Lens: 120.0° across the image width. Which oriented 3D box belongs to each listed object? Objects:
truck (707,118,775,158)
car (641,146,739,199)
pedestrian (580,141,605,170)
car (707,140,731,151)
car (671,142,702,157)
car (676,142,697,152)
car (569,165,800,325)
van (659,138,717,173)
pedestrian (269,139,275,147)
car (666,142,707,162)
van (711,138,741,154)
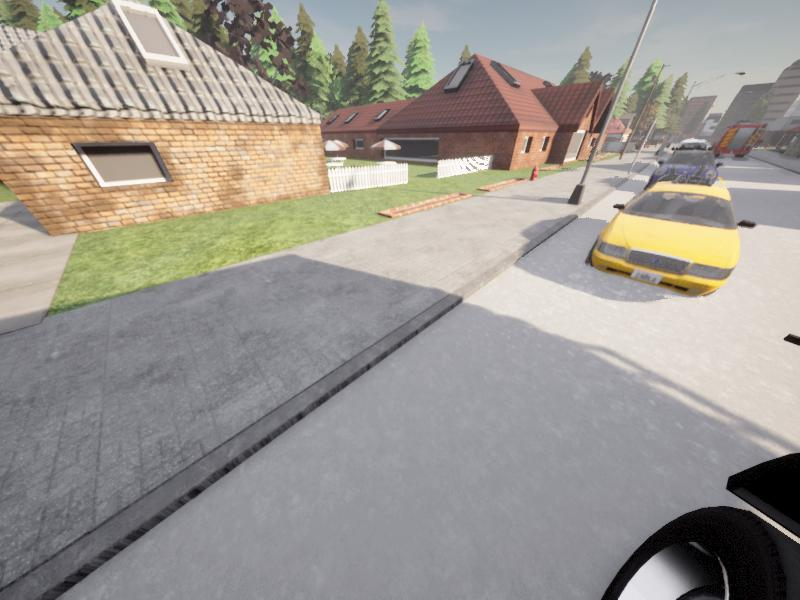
[{"bbox_3d":[43.853,-20.995,30.098,8.468,3.827,2.891,-29,44,-35],"label":"truck"},{"bbox_3d":[14.098,-6.473,11.451,2.097,1.767,4.553,30,45,35],"label":"car"},{"bbox_3d":[14.884,-11.234,17.926,0.751,1.860,0.751,-29,44,-34],"label":"pedestrian"},{"bbox_3d":[59.428,-28.927,43.148,5.238,1.638,1.930,-29,44,-35],"label":"car"},{"bbox_3d":[40.161,-21.165,32.402,4.792,1.488,2.163,-30,45,-35],"label":"car"},{"bbox_3d":[58.274,-31.235,46.986,4.902,1.511,2.128,-30,44,-35],"label":"car"},{"bbox_3d":[5.787,-1.735,4.965,5.366,1.575,1.801,-30,45,-35],"label":"car"},{"bbox_3d":[23.056,-11.713,18.603,4.480,2.038,2.069,-31,45,-34],"label":"van"},{"bbox_3d":[-37.656,-46.300,68.092,0.751,1.860,0.751,29,45,35],"label":"pedestrian"},{"bbox_3d":[32.033,-16.647,25.866,4.611,1.667,2.242,-30,45,-34],"label":"car"},{"bbox_3d":[50.098,-23.784,35.612,4.442,1.987,1.775,-30,45,-35],"label":"van"}]
